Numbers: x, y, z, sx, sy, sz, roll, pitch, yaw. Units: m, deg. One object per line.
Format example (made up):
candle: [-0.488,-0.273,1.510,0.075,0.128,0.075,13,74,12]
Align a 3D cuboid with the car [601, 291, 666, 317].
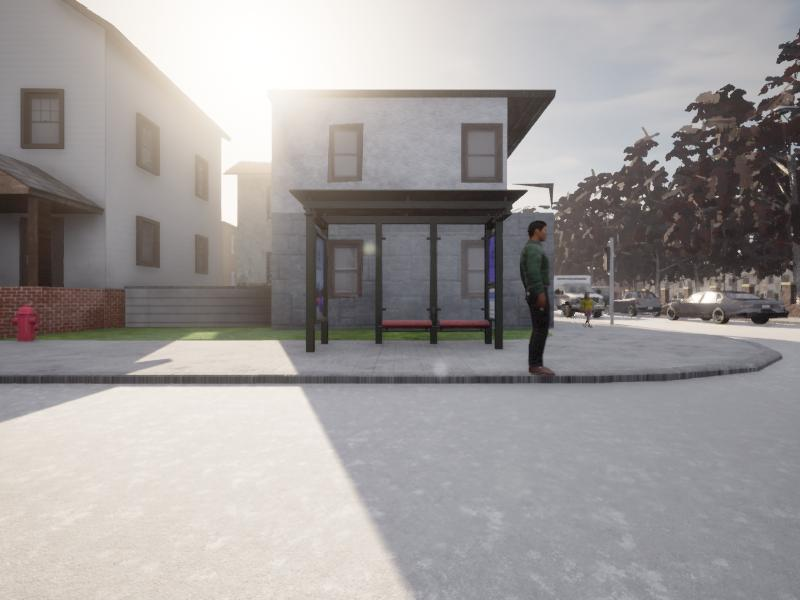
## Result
car: [14.194,0.227,24.567,1.845,1.501,3.633,0,0,-1]

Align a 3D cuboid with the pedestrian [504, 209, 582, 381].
pedestrian: [1.661,-0.054,4.766,0.751,1.860,0.751,0,0,9]

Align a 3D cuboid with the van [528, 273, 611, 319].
van: [10.047,-0.222,24.453,2.351,2.431,6.366,0,0,0]

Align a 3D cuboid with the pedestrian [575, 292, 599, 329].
pedestrian: [5.698,0.305,12.183,0.500,1.100,0.500,0,0,2]

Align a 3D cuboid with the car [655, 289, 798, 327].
car: [13.945,0.295,17.673,2.033,1.411,5.357,0,0,2]

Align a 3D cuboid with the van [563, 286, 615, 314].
van: [14.274,-0.002,30.573,1.775,1.987,4.442,0,0,-2]

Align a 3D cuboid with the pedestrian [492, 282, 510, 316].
pedestrian: [5.652,-0.067,22.366,0.751,1.860,0.751,0,0,-5]
